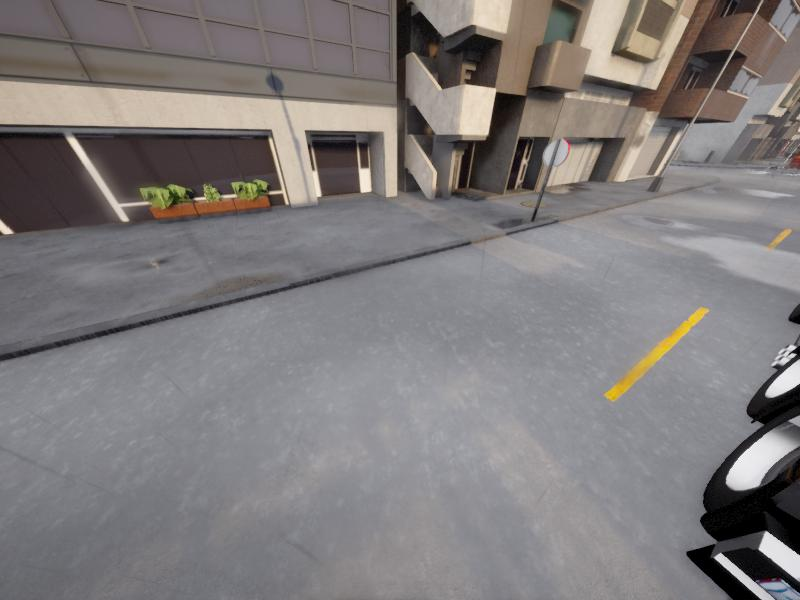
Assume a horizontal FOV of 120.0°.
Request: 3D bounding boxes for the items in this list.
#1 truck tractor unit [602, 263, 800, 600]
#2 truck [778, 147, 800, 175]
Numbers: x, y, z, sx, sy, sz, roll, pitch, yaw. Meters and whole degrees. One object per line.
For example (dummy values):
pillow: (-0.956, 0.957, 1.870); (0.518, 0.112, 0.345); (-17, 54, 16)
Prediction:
truck tractor unit: (5.107, -0.305, 0.786); (6.516, 4.208, 3.053); (-18, 39, -24)
truck: (37.019, -11.593, 17.563); (8.468, 3.827, 2.891); (3, 35, 3)
